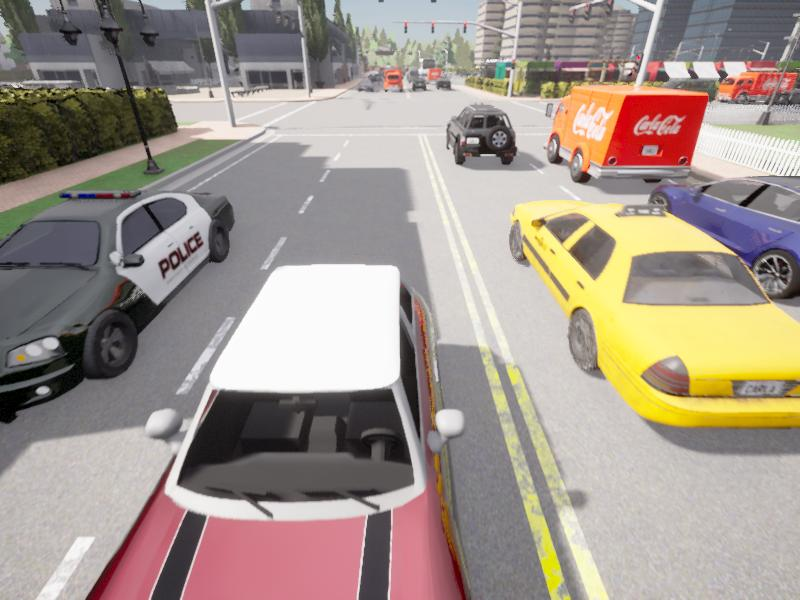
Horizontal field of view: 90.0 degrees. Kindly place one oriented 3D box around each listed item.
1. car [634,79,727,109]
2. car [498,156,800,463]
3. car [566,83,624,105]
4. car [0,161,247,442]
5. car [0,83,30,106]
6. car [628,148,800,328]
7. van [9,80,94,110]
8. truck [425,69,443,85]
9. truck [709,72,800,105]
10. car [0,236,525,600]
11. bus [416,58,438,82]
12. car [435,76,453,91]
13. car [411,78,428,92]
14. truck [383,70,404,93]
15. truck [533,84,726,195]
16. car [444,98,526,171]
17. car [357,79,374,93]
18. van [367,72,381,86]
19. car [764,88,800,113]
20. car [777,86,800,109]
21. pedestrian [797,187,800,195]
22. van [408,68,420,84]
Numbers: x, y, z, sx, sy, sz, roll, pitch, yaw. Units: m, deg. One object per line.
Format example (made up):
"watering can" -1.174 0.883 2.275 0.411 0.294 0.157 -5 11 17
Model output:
"car" 22.530 -16.716 32.398 5.566 2.045 2.150 -1 30 -1
"car" 2.912 -0.604 5.430 1.801 1.575 5.366 0 30 0
"car" 17.204 -18.258 35.458 3.988 1.617 1.851 0 30 1
"car" -4.087 -0.597 5.477 2.038 1.542 4.974 0 30 0
"car" -36.121 -18.278 35.492 4.856 1.649 2.033 7 31 12
"car" 6.405 -1.409 6.899 2.163 1.488 4.792 0 30 0
"van" -27.136 -16.025 31.294 4.442 1.987 1.775 0 30 1
"truck" 6.070 -39.991 71.613 2.627 2.467 5.204 0 30 0
"truck" 31.352 -18.807 35.536 5.204 2.467 2.627 -1 30 -2
"car" -0.573 0.938 2.911 1.970 1.475 3.806 0 30 0
"bus" 5.854 -50.699 88.078 3.944 4.253 10.273 0 30 -1
"car" 6.147 -30.813 56.808 1.930 1.638 5.238 0 30 0
"car" 2.656 -29.698 55.090 2.007 1.525 4.514 0 30 0
"truck" -0.826 -28.195 51.531 2.627 2.467 5.204 0 30 0
"truck" 6.376 -5.168 12.316 2.627 2.467 5.204 0 30 0
"car" 2.866 -6.183 14.637 1.932 1.855 4.605 0 30 0
"car" -4.323 -27.351 51.109 1.812 1.442 4.674 0 30 0
"van" -4.413 -37.840 68.388 2.069 2.038 4.480 0 30 0
"car" 30.385 -14.838 29.710 4.514 1.525 2.007 -1 30 -1
"car" 34.643 -16.678 32.836 4.974 1.542 2.038 -1 30 -1
"pedestrian" 10.549 -3.341 9.463 0.751 1.860 0.751 0 30 0
"van" 2.554 -42.305 75.448 1.988 2.561 5.915 0 30 0
